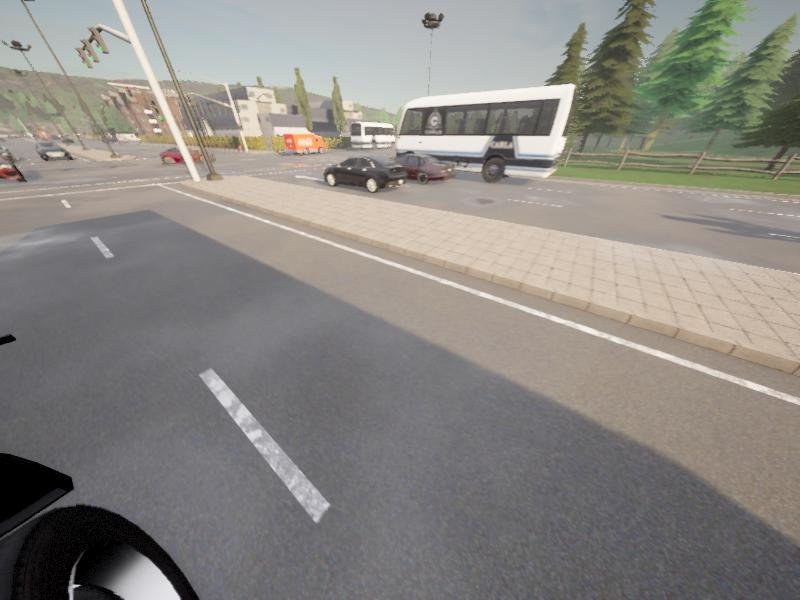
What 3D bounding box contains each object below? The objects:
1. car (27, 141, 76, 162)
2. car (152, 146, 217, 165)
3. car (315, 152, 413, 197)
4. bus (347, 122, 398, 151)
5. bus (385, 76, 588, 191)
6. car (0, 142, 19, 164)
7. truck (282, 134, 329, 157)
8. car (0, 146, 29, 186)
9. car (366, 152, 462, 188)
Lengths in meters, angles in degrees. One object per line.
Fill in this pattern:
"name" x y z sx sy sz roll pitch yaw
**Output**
"car" -36.222 -15.478 24.013 4.856 1.649 2.033 23 41 28
"car" -20.414 -13.922 22.167 4.181 1.385 1.994 -20 40 -26
"car" -1.896 -6.590 11.868 4.892 1.490 1.837 23 41 29
"bus" -5.018 -32.109 45.436 3.944 4.253 10.273 24 42 29
"bus" 4.384 -9.974 14.306 10.273 4.253 3.944 23 41 28
"car" -39.228 -14.201 22.274 4.974 1.542 2.038 23 41 28
"truck" -13.006 -21.710 32.262 2.627 2.467 5.204 23 41 28
"car" -23.206 -7.451 12.804 5.027 1.651 2.152 23 41 29
"car" 0.713 -7.946 13.888 5.357 1.411 2.033 23 41 28
